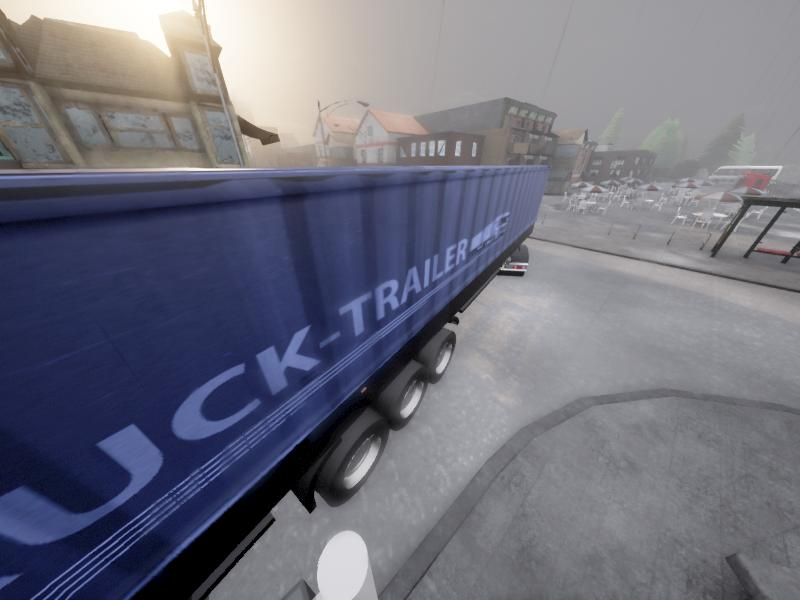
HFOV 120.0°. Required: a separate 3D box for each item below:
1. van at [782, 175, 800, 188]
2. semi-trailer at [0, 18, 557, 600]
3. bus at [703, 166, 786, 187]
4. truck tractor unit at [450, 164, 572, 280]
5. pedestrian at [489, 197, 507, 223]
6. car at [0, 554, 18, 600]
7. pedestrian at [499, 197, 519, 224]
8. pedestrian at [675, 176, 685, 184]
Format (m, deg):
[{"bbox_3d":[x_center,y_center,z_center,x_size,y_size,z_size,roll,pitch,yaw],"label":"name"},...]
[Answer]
[{"bbox_3d":[89.405,-25.759,50.245,1.988,2.561,5.915,-23,37,-34],"label":"van"},{"bbox_3d":[0.741,-1.097,5.691,2.717,4.402,14.254,20,35,31],"label":"semi-trailer"},{"bbox_3d":[83.014,-30.192,56.246,3.944,4.253,10.273,-23,37,-34],"label":"bus"},{"bbox_3d":[4.521,-4.379,11.577,3.053,4.208,6.516,4,31,6],"label":"truck tractor unit"},{"bbox_3d":[7.919,-7.303,18.744,0.751,1.860,0.751,-1,30,-2],"label":"pedestrian"},{"bbox_3d":[-5.155,3.682,0.493,1.994,1.385,4.181,22,37,33],"label":"car"},{"bbox_3d":[8.743,-7.199,18.564,0.751,1.860,0.751,-5,30,-9],"label":"pedestrian"},{"bbox_3d":[75.705,-32.446,62.502,0.751,1.860,0.751,8,31,14],"label":"pedestrian"}]
